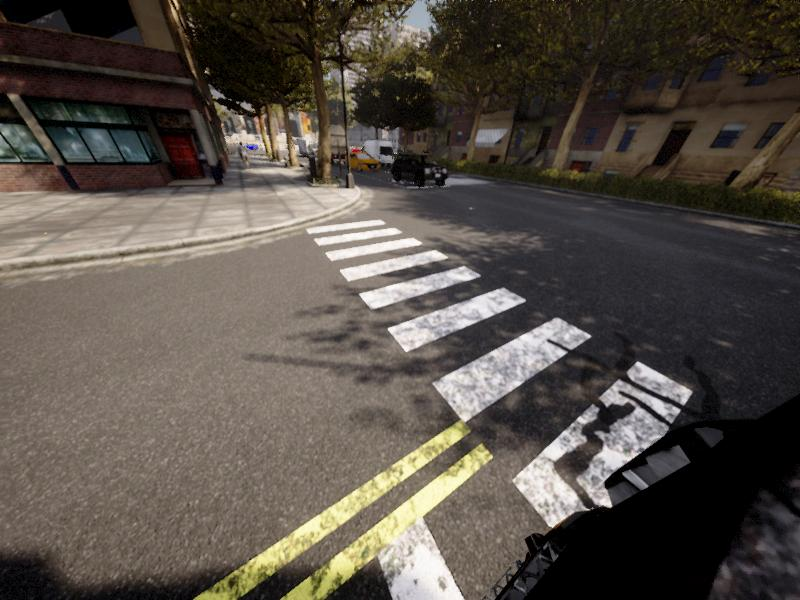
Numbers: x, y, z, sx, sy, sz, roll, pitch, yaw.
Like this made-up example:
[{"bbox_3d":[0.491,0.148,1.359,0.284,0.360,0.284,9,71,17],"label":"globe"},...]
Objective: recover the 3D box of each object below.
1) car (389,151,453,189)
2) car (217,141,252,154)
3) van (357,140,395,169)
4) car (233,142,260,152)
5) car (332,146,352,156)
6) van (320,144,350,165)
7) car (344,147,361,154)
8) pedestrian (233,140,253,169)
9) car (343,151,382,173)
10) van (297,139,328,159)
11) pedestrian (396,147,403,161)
[{"bbox_3d":[1.196,-8.952,15.741,1.932,1.855,4.605,-16,38,-26],"label":"car"},{"bbox_3d":[-29.121,-27.000,40.874,4.611,1.667,2.242,-12,36,-22],"label":"car"},{"bbox_3d":[-2.968,-17.152,27.159,1.988,2.561,5.915,-16,38,-26],"label":"van"},{"bbox_3d":[-32.809,-32.715,49.335,4.514,1.525,2.007,-16,38,-26],"label":"car"},{"bbox_3d":[-12.035,-31.186,48.431,1.851,1.617,3.988,16,36,19],"label":"car"},{"bbox_3d":[-8.083,-18.101,28.673,2.069,2.038,4.480,-16,38,-26],"label":"van"},{"bbox_3d":[-12.236,-38.675,59.697,3.633,1.501,1.845,-16,38,-26],"label":"car"},{"bbox_3d":[-12.366,-11.452,18.233,0.751,1.860,0.751,-20,40,-30],"label":"pedestrian"},{"bbox_3d":[-3.752,-13.645,22.743,1.882,1.535,5.008,-16,38,-26],"label":"car"},{"bbox_3d":[-14.477,-24.824,37.970,2.351,2.431,6.366,-22,41,-31],"label":"van"},{"bbox_3d":[-0.029,-22.832,36.189,0.751,1.860,0.751,-18,39,-28],"label":"pedestrian"}]
